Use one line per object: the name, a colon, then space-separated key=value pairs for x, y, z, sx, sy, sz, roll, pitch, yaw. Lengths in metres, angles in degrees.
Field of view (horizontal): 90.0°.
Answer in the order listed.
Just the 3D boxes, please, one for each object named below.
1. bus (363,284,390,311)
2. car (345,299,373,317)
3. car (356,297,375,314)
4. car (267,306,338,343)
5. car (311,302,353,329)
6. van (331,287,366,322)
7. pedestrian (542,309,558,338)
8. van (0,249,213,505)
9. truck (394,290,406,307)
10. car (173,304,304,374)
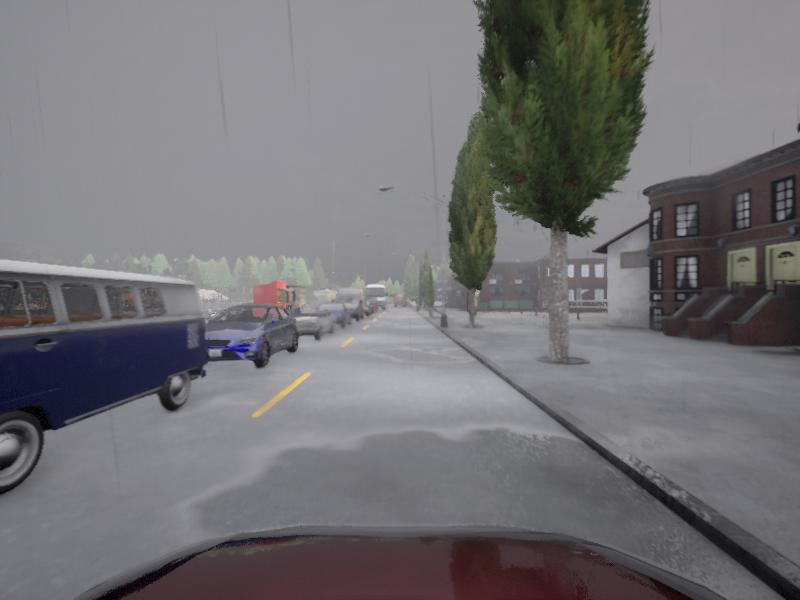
bus: x=-3.879 y=-0.540 z=68.189 sx=3.944 sy=4.253 sz=10.273 roll=0 pitch=1 yaw=0
car: x=-3.998 y=0.758 z=39.730 sx=2.242 sy=1.667 sz=4.611 roll=0 pitch=0 yaw=0
car: x=-4.001 y=0.648 z=47.430 sx=1.905 sy=1.878 sz=3.866 roll=0 pitch=0 yaw=0
car: x=-3.999 y=0.945 z=17.282 sx=1.895 sy=1.301 sz=4.718 roll=0 pitch=0 yaw=0
car: x=-3.999 y=0.871 z=24.251 sx=1.812 sy=1.442 sz=4.674 roll=0 pitch=0 yaw=0
van: x=-4.004 y=0.324 z=32.134 sx=1.988 sy=2.561 sz=5.915 roll=0 pitch=0 yaw=0
pedestrian: x=5.922 y=0.914 z=15.798 sx=0.500 sy=1.100 sz=0.500 roll=0 pitch=0 yaw=5
van: x=-3.998 y=0.599 z=4.421 sx=1.775 sy=1.987 sz=4.442 roll=0 pitch=0 yaw=0
truck: x=0.005 y=-0.320 z=95.908 sx=2.891 sy=3.827 sz=8.468 roll=0 pitch=0 yaw=0
car: x=-3.998 y=0.855 z=10.736 sx=1.816 sy=1.474 sz=4.193 roll=0 pitch=0 yaw=0
